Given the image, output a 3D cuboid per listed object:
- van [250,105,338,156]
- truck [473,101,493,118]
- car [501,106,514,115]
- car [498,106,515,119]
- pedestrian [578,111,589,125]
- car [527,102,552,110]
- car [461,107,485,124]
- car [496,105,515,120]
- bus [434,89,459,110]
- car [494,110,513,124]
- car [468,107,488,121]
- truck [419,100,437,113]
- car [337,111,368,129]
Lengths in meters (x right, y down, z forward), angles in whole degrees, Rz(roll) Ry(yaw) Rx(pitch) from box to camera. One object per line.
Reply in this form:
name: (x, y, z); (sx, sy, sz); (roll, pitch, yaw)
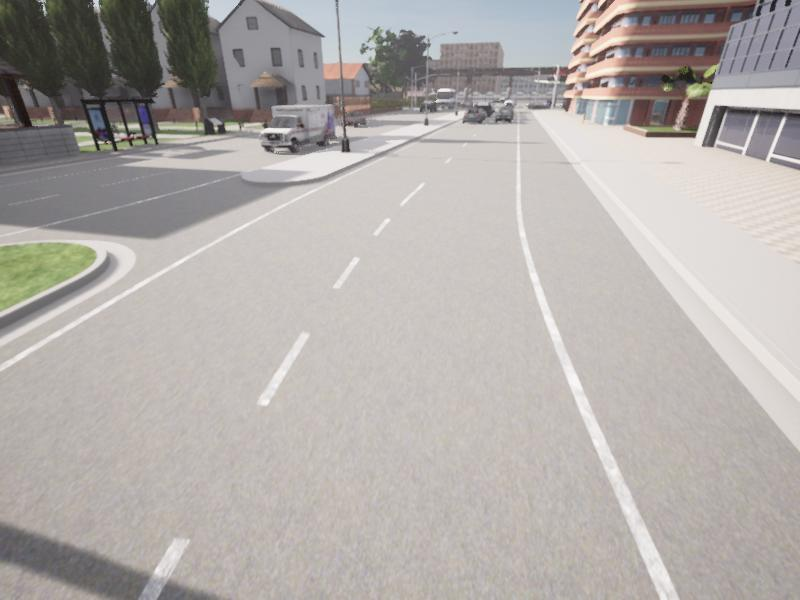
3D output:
van: (-6.228, -10.651, 24.757); (2.351, 2.431, 6.366); (7, 28, 13)
truck: (12.718, -29.094, 61.016); (2.390, 2.098, 6.274); (7, 28, 13)
car: (18.434, -32.392, 68.306); (1.895, 1.301, 4.718); (7, 28, 13)
car: (16.380, -28.834, 61.339); (2.152, 1.651, 5.027); (7, 28, 13)
pedestrian: (19.390, -19.234, 42.230); (0.751, 1.300, 0.751); (7, 28, 14)
car: (30.612, -42.700, 88.220); (4.902, 1.511, 2.128); (6, 28, 12)
car: (8.771, -22.028, 47.728); (2.242, 1.667, 4.611); (7, 28, 13)
car: (14.349, -25.499, 54.345); (2.097, 1.767, 4.553); (7, 28, 13)
bus: (11.133, -47.763, 95.047); (3.944, 4.253, 10.273); (7, 28, 13)
car: (12.600, -22.229, 48.522); (1.895, 1.301, 4.718); (7, 28, 13)
car: (10.498, -24.973, 53.617); (2.038, 1.542, 4.974); (7, 28, 13)
truck: (5.408, -37.054, 76.548); (2.390, 2.098, 6.274); (7, 28, 13)
car: (-4.865, -18.889, 41.854); (1.816, 1.474, 4.193); (7, 28, 13)
